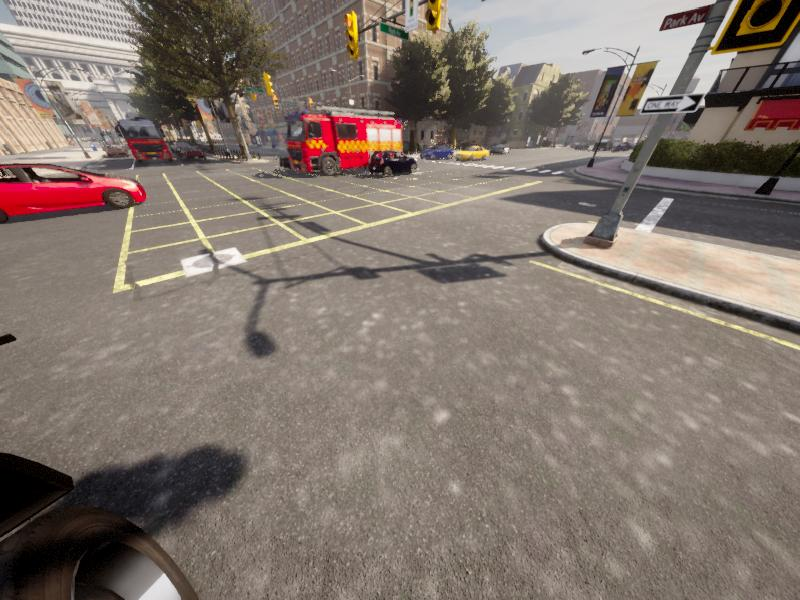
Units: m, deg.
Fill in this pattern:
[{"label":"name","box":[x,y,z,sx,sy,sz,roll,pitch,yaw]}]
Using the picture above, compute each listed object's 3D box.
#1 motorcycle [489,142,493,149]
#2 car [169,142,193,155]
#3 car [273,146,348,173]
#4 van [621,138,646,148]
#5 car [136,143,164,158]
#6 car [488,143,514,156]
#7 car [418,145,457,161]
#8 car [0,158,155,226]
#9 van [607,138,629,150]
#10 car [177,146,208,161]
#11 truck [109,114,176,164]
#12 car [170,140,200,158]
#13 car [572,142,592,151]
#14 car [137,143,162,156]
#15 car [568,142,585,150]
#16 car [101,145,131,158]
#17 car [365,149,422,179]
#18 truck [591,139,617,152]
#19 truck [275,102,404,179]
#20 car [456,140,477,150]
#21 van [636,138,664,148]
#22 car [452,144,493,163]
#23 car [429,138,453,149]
[{"label":"motorcycle","box":[22.554,-38.273,57.107,0.764,1.277,2.356,2,34,20]},{"label":"car","box":[-32.921,-22.724,34.677,1.970,1.475,3.806,-27,44,-33]},{"label":"car","box":[-7.202,-11.701,19.061,5.238,1.638,1.930,-28,44,-34]},{"label":"van","box":[69.336,-46.658,68.581,6.366,2.431,2.351,-18,39,-24]},{"label":"car","box":[-32.422,-19.416,29.981,1.970,1.475,3.806,-28,44,-34]},{"label":"car","box":[16.260,-24.232,37.127,2.038,1.542,4.974,24,42,30]},{"label":"car","box":[4.667,-18.174,28.514,4.674,1.442,1.812,-22,41,-29]},{"label":"car","box":[-11.954,-3.806,7.913,2.007,1.525,4.514,29,44,34]},{"label":"van","box":[54.639,-39.168,57.835,6.366,2.431,2.351,-28,44,-34]},{"label":"car","box":[-24.264,-17.156,26.987,1.895,1.301,4.718,-28,44,-34]},{"label":"truck","box":[-27.249,-17.094,24.681,2.891,3.827,8.468,-28,44,-34]},{"label":"car","box":[-28.926,-20.319,31.013,2.097,1.767,4.553,-28,44,-34]},{"label":"car","box":[40.367,-34.000,51.201,4.892,1.490,1.837,-28,44,-34]},{"label":"car","box":[-36.885,-22.195,33.990,1.994,1.385,4.181,-28,44,-34]},{"label":"car","box":[44.465,-38.880,58.212,4.674,1.442,1.812,-28,44,-34]},{"label":"car","box":[-36.836,-19.373,30.035,1.895,1.301,4.718,-28,44,-34]},{"label":"car","box":[-0.413,-9.753,16.441,3.633,1.501,1.845,-28,44,-34]},{"label":"truck","box":[44.289,-33.573,50.101,6.274,2.098,2.390,-28,44,-34]},{"label":"truck","box":[-3.778,-11.661,17.132,8.468,3.827,2.891,-28,44,-34]},{"label":"car","box":[14.892,-34.839,51.871,1.905,1.878,3.866,-26,43,-32]},{"label":"van","box":[71.829,-45.110,66.400,6.366,2.431,2.351,-14,37,-19]},{"label":"car","box":[8.513,-17.198,27.035,5.366,1.575,1.801,-29,45,-35]},{"label":"car","box":[9.944,-38.125,56.359,2.150,2.045,5.566,-28,44,-34]}]
